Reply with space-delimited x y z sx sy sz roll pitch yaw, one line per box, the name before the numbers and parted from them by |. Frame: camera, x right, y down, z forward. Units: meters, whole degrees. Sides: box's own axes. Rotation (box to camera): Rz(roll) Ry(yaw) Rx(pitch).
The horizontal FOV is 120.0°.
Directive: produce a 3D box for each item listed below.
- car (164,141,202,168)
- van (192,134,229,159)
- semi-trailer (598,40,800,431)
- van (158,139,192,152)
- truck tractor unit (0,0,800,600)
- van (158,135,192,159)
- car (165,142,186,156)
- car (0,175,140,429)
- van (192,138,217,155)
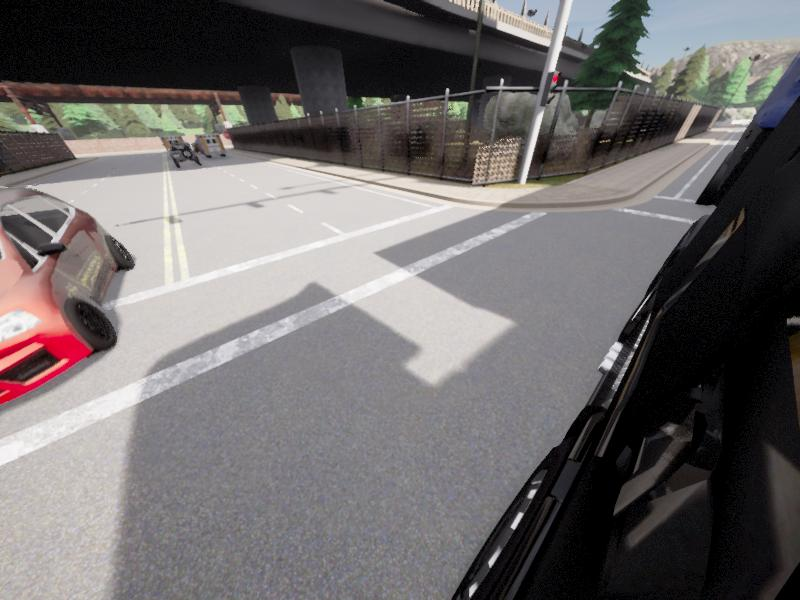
car | -21.014 -14.126 22.316 1.932 1.855 4.605 -28 44 -30
van | -24.822 -20.164 30.217 2.351 2.431 6.366 -28 43 -30
semi-trailer | 8.692 -3.598 4.249 14.254 4.402 2.717 -28 44 -30
van | -46.548 -32.107 47.901 1.775 1.987 4.442 9 38 15
truck tractor unit | 2.645 -0.295 0.351 6.516 4.208 3.053 -28 44 -30
van | -31.359 -21.378 32.214 2.351 2.431 6.366 -28 44 -30
car | -36.200 -24.352 37.183 1.851 1.617 3.988 -28 43 -30
car | -5.576 -0.314 2.982 2.242 1.667 4.611 -28 43 -30
van | -29.842 -23.404 35.236 1.775 1.987 4.442 -28 44 -30
